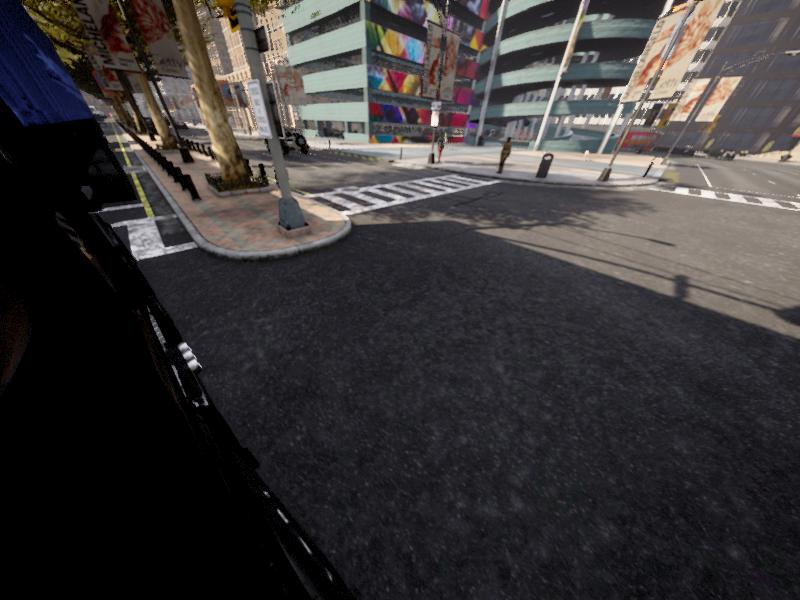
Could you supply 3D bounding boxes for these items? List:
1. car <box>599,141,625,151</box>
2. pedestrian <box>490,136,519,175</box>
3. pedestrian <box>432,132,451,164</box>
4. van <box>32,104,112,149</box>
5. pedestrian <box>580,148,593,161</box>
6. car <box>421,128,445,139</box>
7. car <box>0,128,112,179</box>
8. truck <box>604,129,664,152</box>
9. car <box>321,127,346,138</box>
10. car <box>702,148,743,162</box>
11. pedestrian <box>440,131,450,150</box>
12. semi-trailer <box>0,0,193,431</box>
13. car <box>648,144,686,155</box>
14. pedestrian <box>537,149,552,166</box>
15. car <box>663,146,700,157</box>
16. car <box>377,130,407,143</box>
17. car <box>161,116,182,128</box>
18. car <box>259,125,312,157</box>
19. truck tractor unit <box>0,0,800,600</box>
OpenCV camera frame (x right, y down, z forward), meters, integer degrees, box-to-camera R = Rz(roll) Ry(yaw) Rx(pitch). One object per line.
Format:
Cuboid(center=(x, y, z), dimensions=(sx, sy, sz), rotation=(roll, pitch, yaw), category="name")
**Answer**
Cuboid(center=(45.411, -33.097, 49.602), dimensions=(1.789, 1.549, 3.705), rotation=(-3, 37, -8), category="car")
Cuboid(center=(6.076, -8.431, 13.484), dimensions=(0.751, 1.860, 0.751), rotation=(-17, 41, -25), category="pedestrian")
Cuboid(center=(2.973, -10.978, 16.677), dimensions=(0.751, 1.860, 0.751), rotation=(-20, 42, -28), category="pedestrian")
Cuboid(center=(-24.872, -13.418, 17.880), dimensions=(2.351, 2.431, 6.366), rotation=(-29, 47, -35), category="van")
Cuboid(center=(19.033, -14.841, 23.550), dimensions=(0.500, 1.100, 0.500), rotation=(-23, 44, -30), category="pedestrian")
Cuboid(center=(8.640, -43.974, 60.922), dimensions=(2.435, 2.045, 5.566), rotation=(-29, 47, -35), category="car")
Cuboid(center=(-15.184, -6.793, 10.492), dimensions=(2.163, 1.488, 4.792), rotation=(-29, 47, -35), category="car")
Cuboid(center=(51.928, -35.805, 51.768), dimensions=(2.891, 3.827, 8.468), rotation=(-8, 38, -14), category="truck")
Cuboid(center=(-12.491, -31.497, 43.483), dimensions=(2.161, 1.482, 4.786), rotation=(-29, 47, -35), category="car")
Cuboid(center=(51.297, -23.260, 36.878), dimensions=(1.789, 1.549, 3.705), rotation=(11, 38, 11), category="car")
Cuboid(center=(5.534, -19.735, 28.541), dimensions=(0.751, 1.860, 0.751), rotation=(20, 40, 22), category="pedestrian")
Cuboid(center=(-8.290, -3.864, 4.579), dimensions=(2.717, 4.402, 14.254), rotation=(-29, 47, -35), category="semi-trailer")
Cuboid(center=(56.187, -31.790, 48.688), dimensions=(2.128, 1.511, 4.902), rotation=(-3, 37, -8), category="car")
Cuboid(center=(11.274, -11.117, 18.056), dimensions=(0.500, 1.100, 0.500), rotation=(-16, 41, -23), category="pedestrian")
Cuboid(center=(52.865, -28.006, 43.457), dimensions=(1.994, 1.385, 4.181), rotation=(3, 37, 1), category="car")
Cuboid(center=(-1.426, -27.959, 39.438), dimensions=(2.128, 1.511, 4.902), rotation=(-29, 47, -35), category="car")
Cuboid(center=(-52.247, -40.659, 52.728), dimensions=(2.150, 2.045, 5.566), rotation=(-29, 47, -35), category="car")
Cuboid(center=(-9.374, -13.074, 18.920), dimensions=(1.932, 1.855, 4.605), rotation=(-29, 47, -35), category="car")
Cuboid(center=(-2.645, -0.295, 0.351), dimensions=(6.516, 4.208, 3.053), rotation=(28, 44, 30), category="truck tractor unit")
